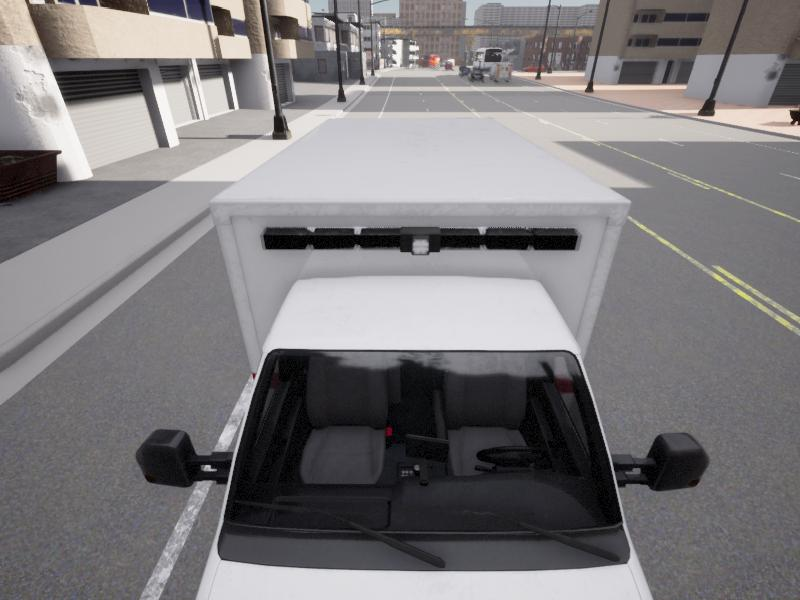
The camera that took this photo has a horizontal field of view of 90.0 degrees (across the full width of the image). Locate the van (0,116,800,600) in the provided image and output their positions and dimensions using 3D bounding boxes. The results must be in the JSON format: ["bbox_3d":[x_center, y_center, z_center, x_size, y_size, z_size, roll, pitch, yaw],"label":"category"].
[{"bbox_3d":[0.112,0.010,3.603,2.351,2.431,6.366,0,30,1],"label":"van"}]

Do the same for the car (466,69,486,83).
[{"bbox_3d":[11.208,-33.131,59.154,2.128,1.511,4.902,0,32,0],"label":"car"}]

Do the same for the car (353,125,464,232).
[{"bbox_3d":[0.186,-3.330,10.225,2.128,1.511,4.902,0,30,0],"label":"car"}]

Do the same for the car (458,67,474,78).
[{"bbox_3d":[11.317,-39.376,69.124,2.033,1.411,5.357,0,32,0],"label":"car"}]

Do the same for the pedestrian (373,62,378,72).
[{"bbox_3d":[-5.327,-50.978,87.436,0.751,1.860,0.751,4,31,7],"label":"pedestrian"}]

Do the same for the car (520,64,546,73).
[{"bbox_3d":[28.388,-49.505,85.548,4.611,1.667,2.242,1,31,2],"label":"car"}]

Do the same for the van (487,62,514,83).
[{"bbox_3d":[14.711,-33.587,58.942,2.351,2.431,6.366,0,32,0],"label":"van"}]

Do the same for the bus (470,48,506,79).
[{"bbox_3d":[14.690,-40.328,67.953,3.944,4.253,10.273,0,32,0],"label":"bus"}]
